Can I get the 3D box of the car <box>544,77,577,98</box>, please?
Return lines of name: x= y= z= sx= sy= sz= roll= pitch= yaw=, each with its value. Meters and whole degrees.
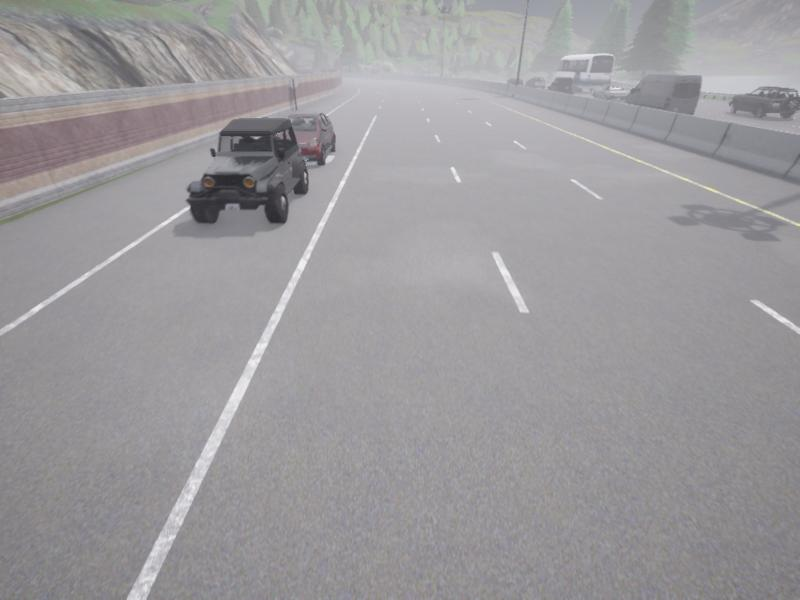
car: x=17.571 y=-23.324 z=43.915 sx=1.905 sy=1.878 sz=3.866 roll=0 pitch=30 yaw=0

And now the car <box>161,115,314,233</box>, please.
car: x=-3.468 y=-3.180 z=9.536 sx=1.905 sy=1.878 sz=3.866 roll=0 pitch=30 yaw=0

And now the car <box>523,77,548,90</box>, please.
car: x=20.188 y=-32.383 z=59.727 sx=1.851 sy=1.617 sz=3.988 roll=-4 pitch=31 yaw=-7

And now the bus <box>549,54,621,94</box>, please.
bus: x=24.146 y=-30.243 z=53.381 sx=3.944 sy=4.253 sz=10.273 roll=-2 pitch=30 yaw=-3

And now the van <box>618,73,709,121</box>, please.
van: x=17.571 y=-13.903 z=27.199 sx=1.988 sy=2.561 sz=5.915 roll=0 pitch=30 yaw=0

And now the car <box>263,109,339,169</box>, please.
car: x=-3.458 y=-6.015 z=14.708 sx=1.789 sy=1.549 sz=3.705 roll=0 pitch=30 yaw=0

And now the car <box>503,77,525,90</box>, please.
car: x=16.778 y=-31.917 z=58.896 sx=1.789 sy=1.549 sz=3.705 roll=-3 pitch=31 yaw=-5

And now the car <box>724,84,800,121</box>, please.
car: x=24.769 y=-13.519 z=27.207 sx=1.932 sy=1.855 sz=4.605 roll=3 pitch=31 yaw=5

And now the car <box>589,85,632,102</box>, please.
car: x=21.090 y=-20.846 z=40.276 sx=1.895 sy=1.301 sz=4.718 roll=0 pitch=30 yaw=0

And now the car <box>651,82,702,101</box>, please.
car: x=28.091 y=-21.319 z=40.857 sx=2.007 sy=1.525 sz=4.514 roll=0 pitch=30 yaw=0
